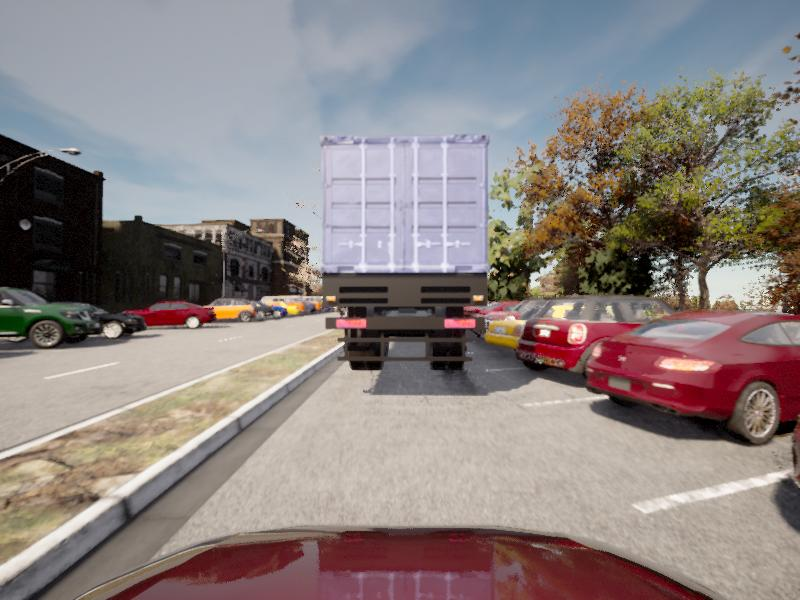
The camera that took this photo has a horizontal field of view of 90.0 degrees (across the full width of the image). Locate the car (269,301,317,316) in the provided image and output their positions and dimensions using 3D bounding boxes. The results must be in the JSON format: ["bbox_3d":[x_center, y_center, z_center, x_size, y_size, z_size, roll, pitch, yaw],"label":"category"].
[{"bbox_3d":[-11.543,0.855,43.280,4.792,1.488,2.163,-1,0,-16],"label":"car"}]

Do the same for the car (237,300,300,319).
[{"bbox_3d":[-12.148,0.825,37.226,5.366,1.575,1.946,-1,0,-16],"label":"car"}]

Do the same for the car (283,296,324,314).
[{"bbox_3d":[-11.173,0.597,46.330,4.442,1.987,1.878,-1,0,-16],"label":"car"}]

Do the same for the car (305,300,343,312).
[{"bbox_3d":[-10.572,0.823,55.285,5.008,1.535,2.097,-1,0,-15],"label":"car"}]

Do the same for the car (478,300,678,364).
[{"bbox_3d":[5.137,0.823,11.584,5.366,1.575,1.946,1,0,-18],"label":"car"}]

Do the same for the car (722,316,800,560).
[{"bbox_3d":[4.805,0.868,2.641,4.674,1.452,2.002,1,0,-19],"label":"car"}]

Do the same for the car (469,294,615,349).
[{"bbox_3d":[5.082,0.697,14.488,4.553,1.767,2.185,1,0,-18],"label":"car"}]

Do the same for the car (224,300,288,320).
[{"bbox_3d":[-12.195,0.826,34.277,5.008,1.535,2.097,-1,0,-16],"label":"car"}]

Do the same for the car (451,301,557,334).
[{"bbox_3d":[5.246,0.849,20.387,4.792,1.488,2.163,1,0,-17],"label":"car"}]

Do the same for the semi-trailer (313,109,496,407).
[{"bbox_3d":[0.256,-0.622,13.067,2.717,4.402,14.254,0,0,2],"label":"semi-trailer"}]

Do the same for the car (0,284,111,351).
[{"bbox_3d":[-13.249,0.570,13.173,5.566,2.045,2.435,-1,0,-19],"label":"car"}]

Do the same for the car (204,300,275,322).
[{"bbox_3d":[-12.376,0.826,31.264,4.892,1.521,2.231,-1,0,-16],"label":"car"}]

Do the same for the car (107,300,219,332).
[{"bbox_3d":[-12.904,0.823,22.212,5.008,1.535,2.097,-1,0,-17],"label":"car"}]

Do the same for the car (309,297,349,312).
[{"bbox_3d":[-10.360,0.571,58.267,5.566,2.045,2.435,-1,0,-15],"label":"car"}]

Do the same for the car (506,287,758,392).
[{"bbox_3d":[4.864,0.699,8.554,4.553,1.767,2.185,1,0,-19],"label":"car"}]

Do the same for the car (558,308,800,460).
[{"bbox_3d":[4.837,0.866,5.602,4.674,1.452,2.002,1,0,-19],"label":"car"}]

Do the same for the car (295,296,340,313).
[{"bbox_3d":[-10.835,0.573,52.277,5.566,2.045,2.435,-1,0,-16],"label":"car"}]

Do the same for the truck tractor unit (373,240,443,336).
[{"bbox_3d":[0.495,-0.528,20.978,3.053,4.208,6.516,0,0,2],"label":"truck tractor unit"}]

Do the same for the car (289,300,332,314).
[{"bbox_3d":[-11.047,0.824,49.293,5.008,1.535,2.097,-1,0,-15],"label":"car"}]

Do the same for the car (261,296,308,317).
[{"bbox_3d":[-11.638,0.598,40.323,4.442,1.987,1.878,-1,0,-16],"label":"car"}]

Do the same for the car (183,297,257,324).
[{"bbox_3d":[-12.555,0.699,28.249,4.553,1.767,2.185,-1,0,-17],"label":"car"}]

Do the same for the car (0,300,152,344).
[{"bbox_3d":[-13.175,0.823,16.180,5.008,1.535,2.097,-1,0,-18],"label":"car"}]

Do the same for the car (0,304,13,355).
[{"bbox_3d":[-13.351,0.861,10.135,4.674,1.452,2.002,-1,0,-19],"label":"car"}]

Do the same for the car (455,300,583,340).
[{"bbox_3d":[5.146,0.820,17.443,5.008,1.535,2.097,1,0,-18],"label":"car"}]
